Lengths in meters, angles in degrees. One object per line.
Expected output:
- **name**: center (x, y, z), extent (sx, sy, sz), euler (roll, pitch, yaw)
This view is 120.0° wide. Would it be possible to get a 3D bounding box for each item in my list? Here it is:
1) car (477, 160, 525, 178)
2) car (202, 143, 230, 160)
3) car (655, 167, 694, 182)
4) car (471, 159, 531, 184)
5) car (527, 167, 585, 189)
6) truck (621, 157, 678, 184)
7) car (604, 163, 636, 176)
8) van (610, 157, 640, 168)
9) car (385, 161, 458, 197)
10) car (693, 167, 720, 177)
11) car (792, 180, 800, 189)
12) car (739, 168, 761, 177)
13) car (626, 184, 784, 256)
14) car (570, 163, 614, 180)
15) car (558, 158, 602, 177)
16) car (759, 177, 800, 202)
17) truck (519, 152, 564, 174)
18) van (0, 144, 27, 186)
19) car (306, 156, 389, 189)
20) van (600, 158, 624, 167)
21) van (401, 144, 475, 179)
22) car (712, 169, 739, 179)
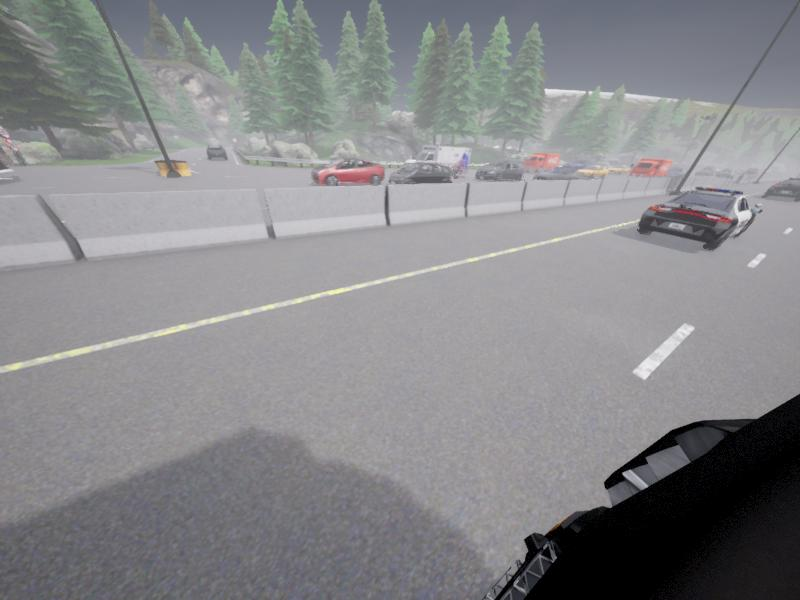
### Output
- **car**: center (11.043, -14.310, 25.191), extent (4.892, 1.490, 1.837), euler (-16, 38, -26)
- **car**: center (-22.226, -18.005, 28.012), extent (2.128, 1.511, 4.902), euler (-17, 38, -27)
- **car**: center (38.717, -17.768, 32.584), extent (4.856, 1.649, 2.033), euler (-16, 38, -27)
- **car**: center (9.078, -11.585, 20.749), extent (4.611, 1.667, 2.242), euler (-16, 38, -26)
- **car**: center (13.198, -10.398, 19.568), extent (4.181, 1.385, 1.994), euler (-16, 38, -26)
- **truck**: center (30.093, -15.663, 27.923), extent (5.204, 2.467, 2.627), euler (-16, 38, -27)
- **car**: center (36.290, -21.534, 38.122), extent (5.366, 1.575, 1.801), euler (-16, 38, -27)
- **van**: center (68.950, -42.253, 70.892), extent (1.988, 2.561, 5.915), euler (-16, 38, -26)
- **car**: center (1.201, -7.054, 13.346), extent (3.705, 1.549, 1.789), euler (-16, 38, -26)
- **car**: center (66.577, -27.859, 50.229), extent (4.611, 1.667, 2.242), euler (-16, 38, -26)
- **car**: center (54.986, -15.623, 30.774), extent (4.514, 1.525, 2.007), euler (-16, 38, -26)
- **car**: center (85.743, -31.208, 56.572), extent (3.866, 1.878, 1.905), euler (-16, 38, -26)
- **car**: center (10.545, -2.997, 8.000), extent (4.974, 1.542, 2.038), euler (-16, 38, -27)
- **car**: center (23.392, -15.618, 28.110), extent (5.366, 1.575, 1.801), euler (-16, 38, -26)
- **car**: center (25.076, -18.527, 32.227), extent (5.566, 2.045, 2.150), euler (-16, 38, -27)
- **car**: center (33.359, -9.483, 19.692), extent (4.974, 1.542, 2.038), euler (-16, 38, -26)
- **truck**: center (20.139, -19.535, 32.960), extent (5.204, 2.467, 2.627), euler (-16, 38, -27)
- **van**: center (-19.815, -5.712, 9.147), extent (4.480, 2.038, 2.069), euler (-16, 38, -27)
- **car**: center (-3.180, -8.025, 14.482), extent (4.514, 1.525, 2.007), euler (-16, 38, -26)
- **van**: center (64.962, -42.095, 70.819), extent (2.069, 2.038, 4.480), euler (-16, 38, -26)
- **van**: center (3.441, -12.529, 21.022), extent (6.366, 2.431, 2.351), euler (-16, 38, -26)
- **car**: center (64.498, -25.057, 45.769), extent (4.974, 1.542, 2.038), euler (-16, 38, -26)
